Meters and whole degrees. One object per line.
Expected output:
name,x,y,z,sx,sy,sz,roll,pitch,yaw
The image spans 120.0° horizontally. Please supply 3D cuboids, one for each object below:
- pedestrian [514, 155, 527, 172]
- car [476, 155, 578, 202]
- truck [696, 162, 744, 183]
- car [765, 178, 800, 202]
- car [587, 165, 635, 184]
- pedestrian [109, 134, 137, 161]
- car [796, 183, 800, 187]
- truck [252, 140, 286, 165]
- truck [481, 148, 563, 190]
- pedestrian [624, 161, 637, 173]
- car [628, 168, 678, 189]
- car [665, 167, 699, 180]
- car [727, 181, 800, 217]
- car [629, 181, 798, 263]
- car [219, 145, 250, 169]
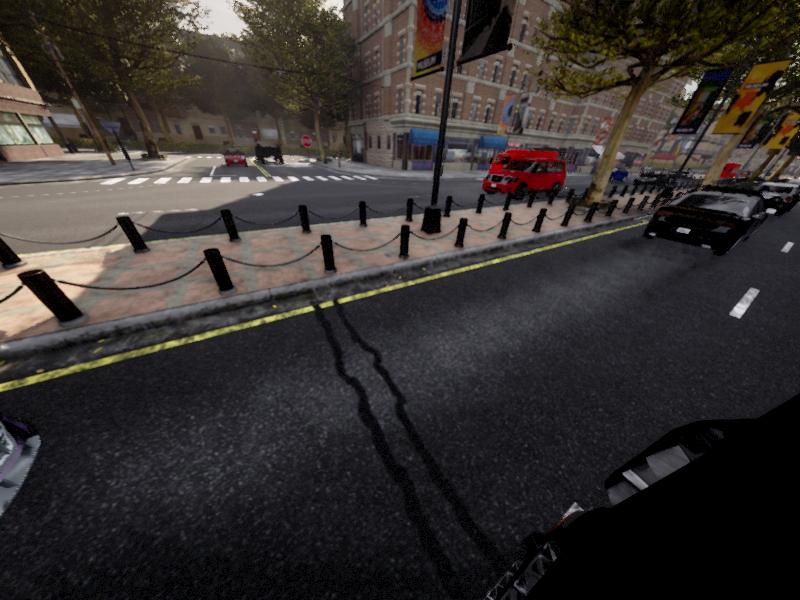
pedestrian,15.866,-17.913,30.403,0.751,1.860,0.751,-15,37,-25
car,7.571,-7.269,13.762,5.566,2.045,2.150,-16,38,-26
truck,47.854,-19.066,34.528,5.204,2.467,2.627,-16,38,-26
car,33.690,-9.460,19.716,4.892,1.490,1.837,-16,38,-26
car,23.198,-13.814,25.410,5.008,1.535,1.882,-16,38,-27
pedestrian,-23.511,-12.935,19.650,0.751,1.860,0.751,-17,38,-27
car,61.428,-17.526,34.077,5.027,1.651,2.152,-16,38,-26
truck,-15.546,-17.421,27.196,2.390,2.098,6.274,-17,38,-27
truck,9.400,-10.202,17.966,5.204,2.467,2.627,-16,38,-26
pedestrian,42.865,-24.744,42.953,0.751,1.860,0.751,-5,34,-12
car,25.234,-12.187,23.050,3.988,1.617,1.851,-16,38,-26
car,44.527,-19.964,36.464,4.974,1.542,2.038,-16,38,-26
car,21.653,-5.993,13.497,3.806,1.475,1.970,-16,38,-26
car,10.291,-2.795,7.578,5.238,1.638,1.930,-16,38,-26
car,-15.374,-13.345,21.485,1.851,1.617,3.988,-17,38,-27
